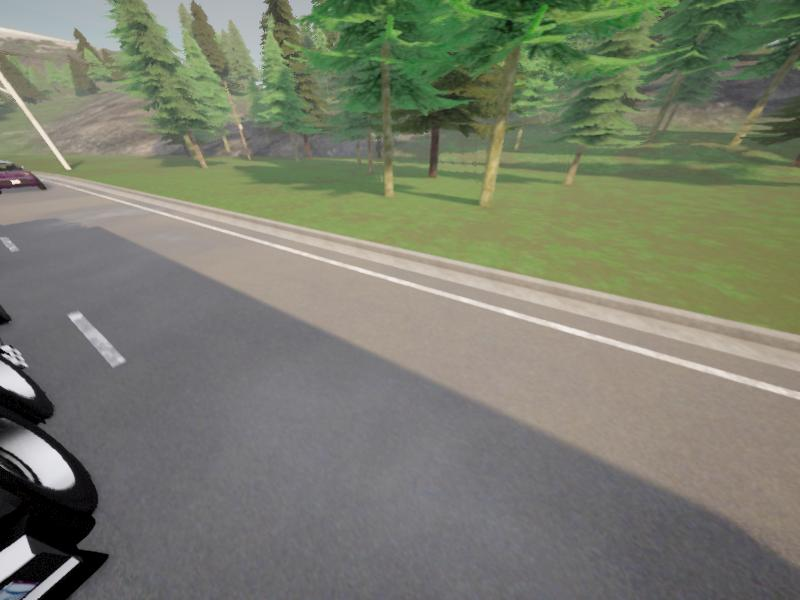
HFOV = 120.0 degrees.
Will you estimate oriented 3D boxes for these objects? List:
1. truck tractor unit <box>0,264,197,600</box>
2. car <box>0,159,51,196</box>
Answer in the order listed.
[{"bbox_3d":[-5.122,-0.287,0.780,6.516,4.208,3.053,18,39,24],"label":"truck tractor unit"},{"bbox_3d":[-22.428,-7.068,13.131,4.193,1.474,1.816,18,39,24],"label":"car"}]
